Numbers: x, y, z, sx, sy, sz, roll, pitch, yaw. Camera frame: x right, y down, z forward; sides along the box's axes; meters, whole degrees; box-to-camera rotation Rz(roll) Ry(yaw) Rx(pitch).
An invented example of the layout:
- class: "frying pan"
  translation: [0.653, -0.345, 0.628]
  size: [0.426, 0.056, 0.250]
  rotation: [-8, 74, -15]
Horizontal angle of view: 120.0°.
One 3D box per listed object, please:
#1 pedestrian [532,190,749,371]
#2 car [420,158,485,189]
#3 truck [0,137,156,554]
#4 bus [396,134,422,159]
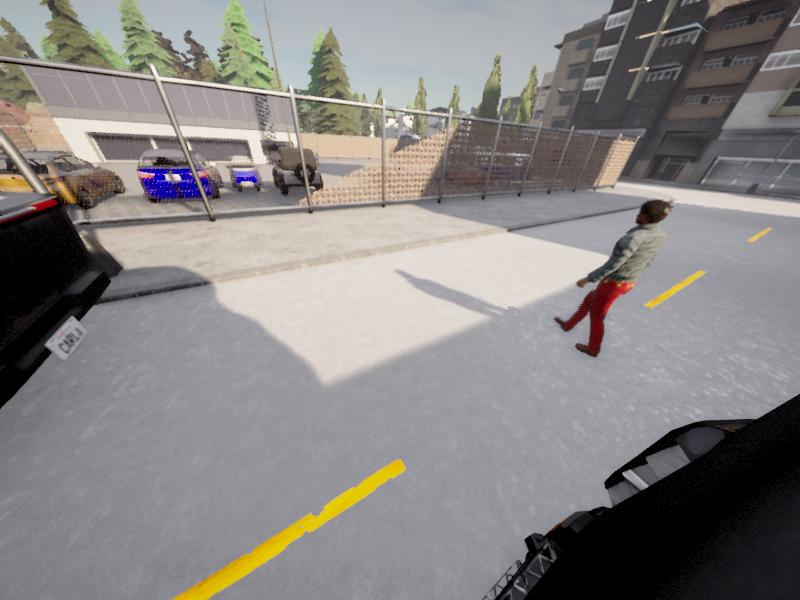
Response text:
- class: "pedestrian"
  translation: [2.425, -0.179, 2.642]
  size: [0.751, 1.860, 0.751]
  rotation: [-9, 35, -17]
- class: "car"
  translation: [3.422, -8.334, 15.160]
  size: [3.705, 1.547, 1.789]
  rotation: [-16, 38, -26]
- class: "truck"
  translation: [-5.496, 0.785, 0.443]
  size: [6.274, 2.098, 2.390]
  rotation: [-16, 38, -25]
- class: "bus"
  translation: [2.213, -34.143, 51.426]
  size: [3.944, 4.253, 10.273]
  rotation: [7, 34, 10]
